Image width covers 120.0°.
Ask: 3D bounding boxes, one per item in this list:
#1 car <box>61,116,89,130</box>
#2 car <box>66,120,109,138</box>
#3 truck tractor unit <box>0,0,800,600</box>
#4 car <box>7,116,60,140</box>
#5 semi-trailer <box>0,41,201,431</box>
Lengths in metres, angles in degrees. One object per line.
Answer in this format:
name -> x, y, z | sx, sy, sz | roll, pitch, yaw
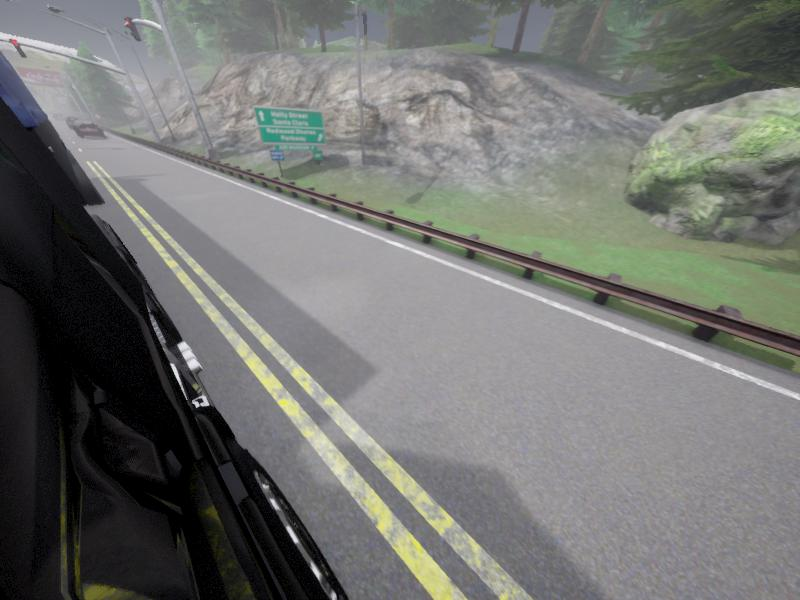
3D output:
car -> -50.472, -27.461, 35.896 | 3.988, 1.617, 1.851 | 28, 44, 30
car -> -35.009, -19.161, 25.862 | 4.792, 1.488, 2.163 | 28, 44, 30
truck tractor unit -> -2.645, -0.295, 0.352 | 6.516, 4.208, 3.053 | 28, 44, 30
car -> -35.638, -16.814, 22.570 | 4.856, 1.649, 2.033 | 28, 44, 30
semi-trailer -> -8.686, -3.607, 4.248 | 14.254, 4.402, 2.717 | 28, 44, 30
